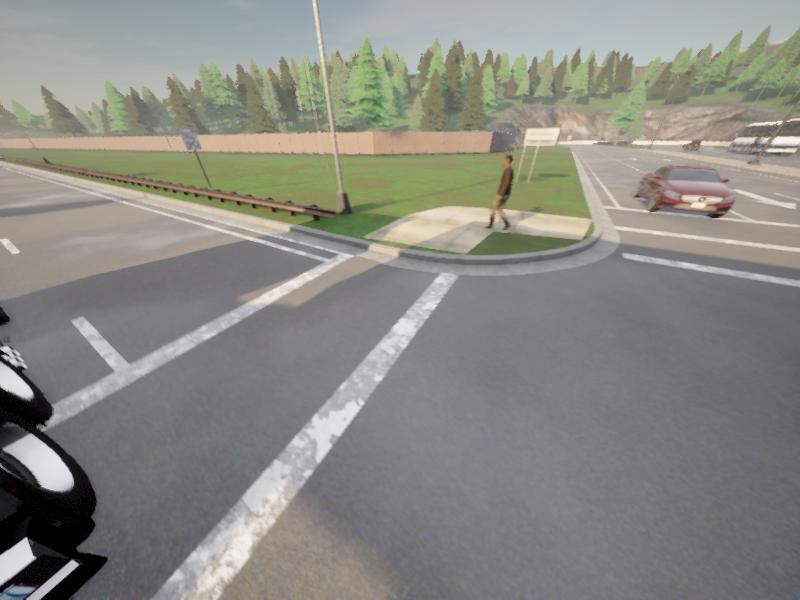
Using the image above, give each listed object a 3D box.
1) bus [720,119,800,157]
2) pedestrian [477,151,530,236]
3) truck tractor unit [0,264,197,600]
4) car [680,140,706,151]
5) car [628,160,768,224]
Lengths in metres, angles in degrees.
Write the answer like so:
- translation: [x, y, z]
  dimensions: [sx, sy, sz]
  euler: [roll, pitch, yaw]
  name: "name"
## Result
- translation: [55.954, -24.798, 35.402]
  dimensions: [3.944, 4.253, 10.273]
  euler: [18, 39, 25]
  name: "bus"
- translation: [2.641, -2.761, 6.014]
  dimensions: [0.751, 1.860, 0.751]
  euler: [18, 39, 25]
  name: "pedestrian"
- translation: [-5.112, -0.299, 0.787]
  dimensions: [6.516, 4.208, 3.053]
  euler: [18, 39, 24]
  name: "truck tractor unit"
- translation: [60.646, -32.121, 47.952]
  dimensions: [1.905, 1.878, 3.866]
  euler: [19, 39, 25]
  name: "car"
- translation: [10.866, -4.423, 8.998]
  dimensions: [1.812, 1.442, 4.674]
  euler: [19, 39, 25]
  name: "car"
